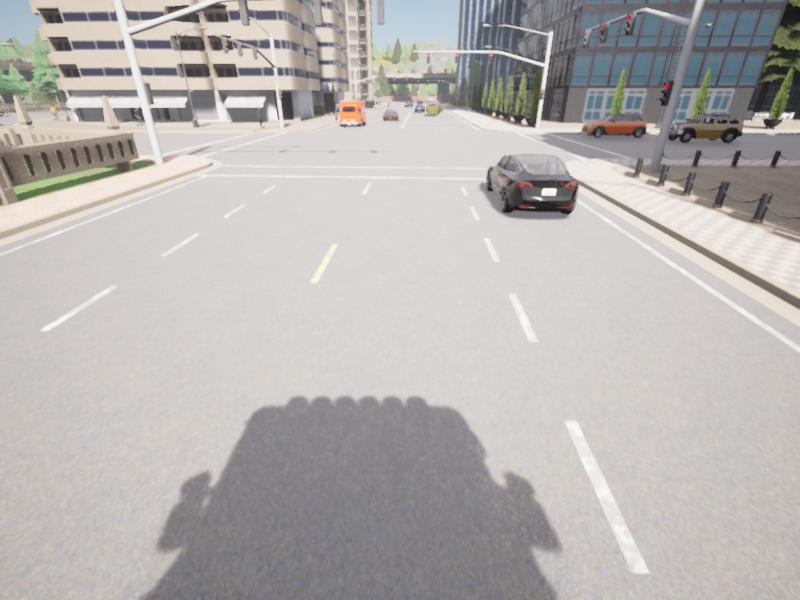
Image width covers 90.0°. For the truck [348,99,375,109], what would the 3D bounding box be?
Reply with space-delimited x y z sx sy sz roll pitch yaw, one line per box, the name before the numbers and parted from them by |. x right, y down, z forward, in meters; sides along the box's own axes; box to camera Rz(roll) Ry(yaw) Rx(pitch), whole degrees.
truck | -9.611 -49.337 100.603 6.274 2.098 2.390 -8 29 -16

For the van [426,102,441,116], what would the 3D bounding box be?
van | 5.566 -31.272 65.480 1.775 1.987 4.442 5 28 11

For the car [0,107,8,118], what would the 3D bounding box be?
car | -59.628 -27.027 57.677 1.812 1.442 4.674 -4 27 -7

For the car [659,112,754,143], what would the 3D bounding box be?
car | 21.277 -12.063 28.000 4.605 1.855 1.932 1 27 3

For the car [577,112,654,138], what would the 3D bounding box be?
car | 16.752 -13.735 31.354 4.553 1.767 2.097 1 27 3

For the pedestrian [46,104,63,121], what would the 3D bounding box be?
pedestrian | -41.439 -22.491 47.984 0.751 1.860 0.751 11 29 20

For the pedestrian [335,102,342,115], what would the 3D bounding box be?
pedestrian | -9.929 -30.796 64.304 0.751 1.860 0.751 4 27 7

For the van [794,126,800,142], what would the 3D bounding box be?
van | 30.743 -11.914 27.541 4.480 2.038 2.069 2 27 2

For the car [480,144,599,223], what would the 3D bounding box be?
car | 3.963 -3.810 12.458 2.163 1.488 4.792 1 27 2

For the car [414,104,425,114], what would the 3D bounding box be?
car | 3.587 -35.849 74.915 2.007 1.525 4.514 1 27 2

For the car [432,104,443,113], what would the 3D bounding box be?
car | 7.217 -37.134 77.421 2.007 1.525 4.514 1 27 2

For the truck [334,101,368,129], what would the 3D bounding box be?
truck | -5.043 -19.645 42.267 2.627 2.467 5.204 1 27 2

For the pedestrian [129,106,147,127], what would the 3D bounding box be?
pedestrian | -25.890 -18.192 39.595 0.751 1.860 0.751 10 29 18

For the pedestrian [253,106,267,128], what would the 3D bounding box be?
pedestrian | -13.210 -17.272 37.798 0.751 1.860 0.751 4 27 7

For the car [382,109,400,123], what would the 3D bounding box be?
car | -1.140 -23.477 50.951 1.994 1.385 4.181 1 27 2

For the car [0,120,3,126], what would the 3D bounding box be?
car | -44.695 -19.595 43.260 1.994 1.385 4.181 -23 35 -37
